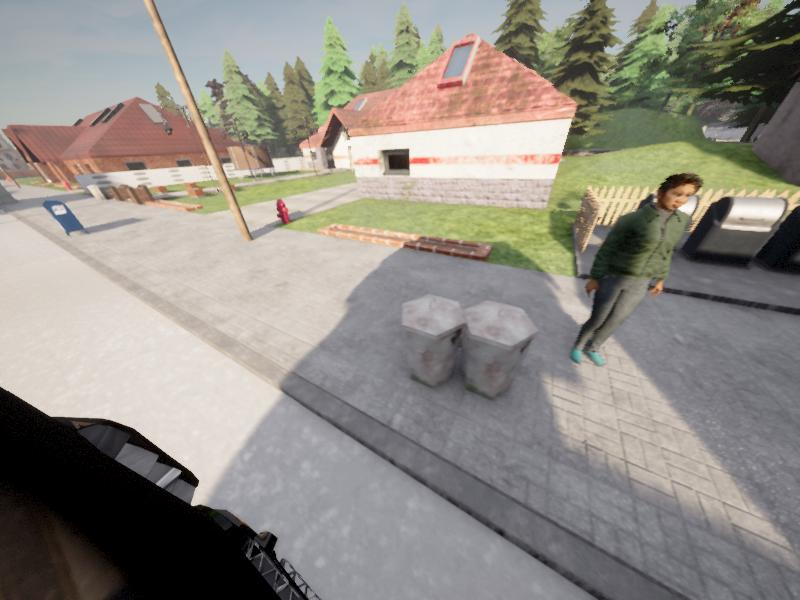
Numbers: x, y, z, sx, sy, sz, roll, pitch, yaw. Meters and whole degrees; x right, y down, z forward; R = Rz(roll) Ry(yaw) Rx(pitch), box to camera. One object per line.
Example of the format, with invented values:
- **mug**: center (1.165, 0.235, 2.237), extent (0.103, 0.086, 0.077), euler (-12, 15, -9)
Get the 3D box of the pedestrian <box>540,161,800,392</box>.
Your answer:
- **pedestrian**: center (2.037, -0.139, 2.089), extent (0.751, 1.860, 0.751), euler (7, 35, 14)
